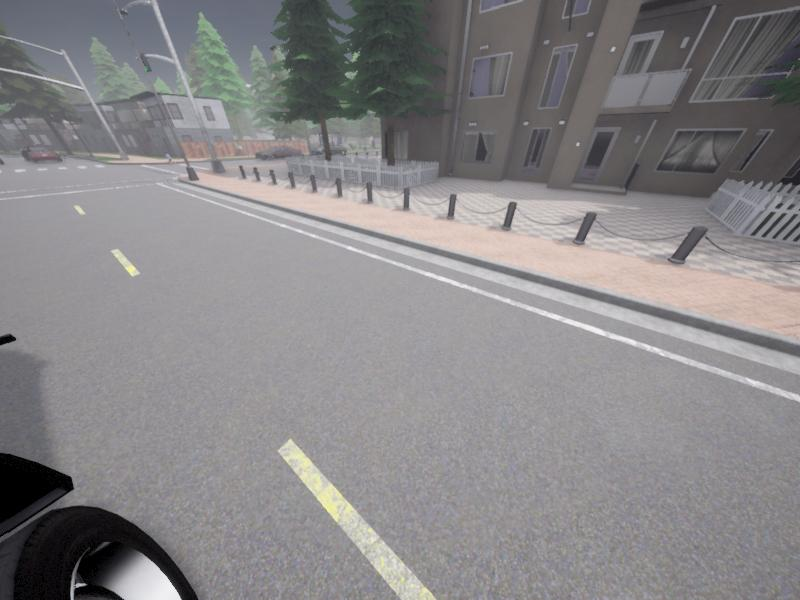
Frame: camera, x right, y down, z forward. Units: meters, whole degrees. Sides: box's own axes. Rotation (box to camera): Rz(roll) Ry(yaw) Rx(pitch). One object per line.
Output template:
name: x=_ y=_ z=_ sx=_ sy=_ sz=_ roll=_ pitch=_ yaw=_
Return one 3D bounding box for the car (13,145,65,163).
car: x=-37.502 y=-15.201 z=24.008 sx=4.181 sy=1.385 sz=1.994 roll=18 pitch=39 yaw=24

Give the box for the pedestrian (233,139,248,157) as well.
pedestrian: x=-20.111 y=-19.177 z=29.072 sx=0.751 sy=1.860 sz=0.751 roll=23 pitch=41 yaw=29

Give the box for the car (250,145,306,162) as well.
car: x=-14.184 y=-17.400 z=27.300 sx=2.033 sy=1.411 sz=5.357 roll=24 pitch=42 yaw=30

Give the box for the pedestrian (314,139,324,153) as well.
pedestrian: x=-12.990 y=-24.749 z=37.033 sx=0.751 sy=1.860 sz=0.751 roll=19 pitch=39 yaw=25

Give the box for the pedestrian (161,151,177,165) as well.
pedestrian: x=-21.427 y=-13.139 z=21.412 sx=0.500 sy=1.100 sz=0.500 roll=20 pitch=40 yaw=26

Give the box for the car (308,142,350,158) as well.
car: x=-9.701 y=-20.774 z=31.924 sx=2.152 sy=1.651 sz=5.027 roll=24 pitch=42 yaw=30

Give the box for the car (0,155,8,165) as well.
car: x=-38.832 y=-13.277 z=21.267 sx=4.181 sy=1.385 sz=1.994 roll=19 pitch=39 yaw=24

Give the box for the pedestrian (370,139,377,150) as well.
pedestrian: x=-5.158 y=-30.336 z=45.021 sx=0.751 sy=1.860 sz=0.751 roll=22 pitch=41 yaw=28
